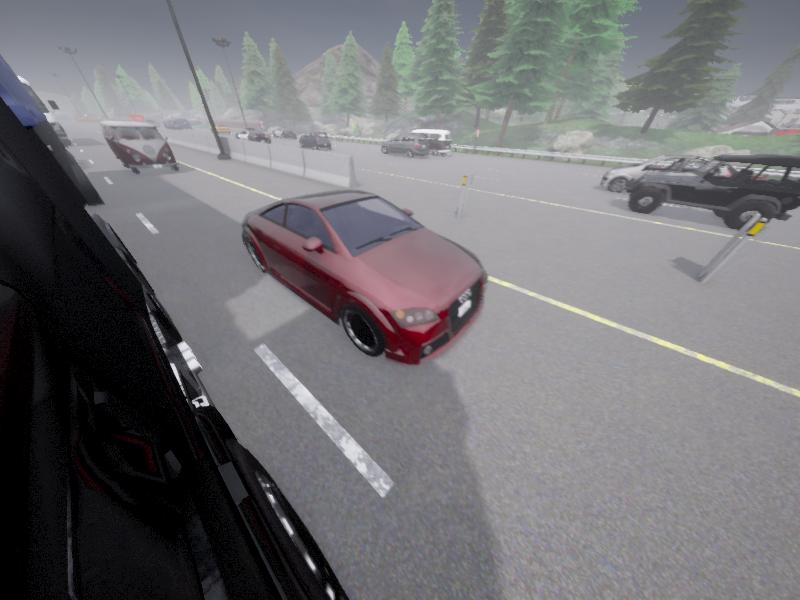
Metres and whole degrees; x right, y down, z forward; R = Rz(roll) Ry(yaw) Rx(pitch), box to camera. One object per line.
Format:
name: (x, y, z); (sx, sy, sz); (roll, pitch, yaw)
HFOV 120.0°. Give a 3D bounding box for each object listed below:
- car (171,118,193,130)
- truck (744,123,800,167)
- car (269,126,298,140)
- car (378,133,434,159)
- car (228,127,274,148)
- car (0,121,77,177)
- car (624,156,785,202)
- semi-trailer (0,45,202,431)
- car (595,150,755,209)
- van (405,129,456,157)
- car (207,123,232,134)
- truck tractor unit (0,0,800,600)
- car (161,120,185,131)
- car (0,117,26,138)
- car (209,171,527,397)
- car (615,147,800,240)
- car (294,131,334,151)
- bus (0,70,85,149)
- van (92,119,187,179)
car: (-51.896, -41.915, 54.986); (5.566, 2.045, 2.150); (28, 44, 30)
truck: (46.550, -16.959, 25.546); (8.468, 3.827, 2.891); (30, 45, 32)
car: (-18.872, -27.068, 37.409); (4.974, 1.542, 2.038); (30, 44, 32)
car: (0.417, -14.089, 21.035); (4.611, 1.667, 2.242); (28, 44, 30)
car: (-15.656, -17.077, 24.263); (4.974, 1.542, 2.038); (28, 44, 30)
car: (-17.421, -7.141, 10.709); (4.553, 1.767, 2.097); (28, 44, 30)
car: (14.787, -6.305, 11.751); (4.718, 1.301, 1.895); (28, 44, 30)
semi-trailer: (-8.703, -3.584, 4.248); (14.254, 4.402, 2.717); (28, 44, 30)
car: (11.485, -5.443, 10.164); (3.988, 1.617, 1.851); (28, 44, 30)
van: (2.886, -15.675, 22.973); (4.480, 2.038, 2.069); (28, 44, 30)
car: (-34.011, -32.284, 43.499); (5.366, 1.575, 1.801); (28, 44, 30)
truck tractor unit: (-2.645, -0.295, 0.351); (6.516, 4.208, 3.053); (28, 44, 30)
car: (-48.088, -36.998, 48.980); (4.611, 1.667, 2.242); (28, 44, 30)
car: (-41.278, -17.537, 23.380); (2.242, 1.667, 4.611); (-25, 45, -31)
car: (-0.752, -0.864, 3.596); (4.181, 1.385, 1.994); (28, 44, 30)
car: (9.927, -3.640, 7.440); (3.866, 1.878, 1.905); (28, 44, 30)
car: (-8.671, -16.112, 23.359); (3.633, 1.501, 1.845); (28, 44, 30)
bus: (-30.347, -15.093, 18.570); (10.273, 4.253, 3.944); (27, 44, 30)
van: (-12.551, -7.382, 11.127); (4.442, 1.987, 1.775); (28, 44, 30)
